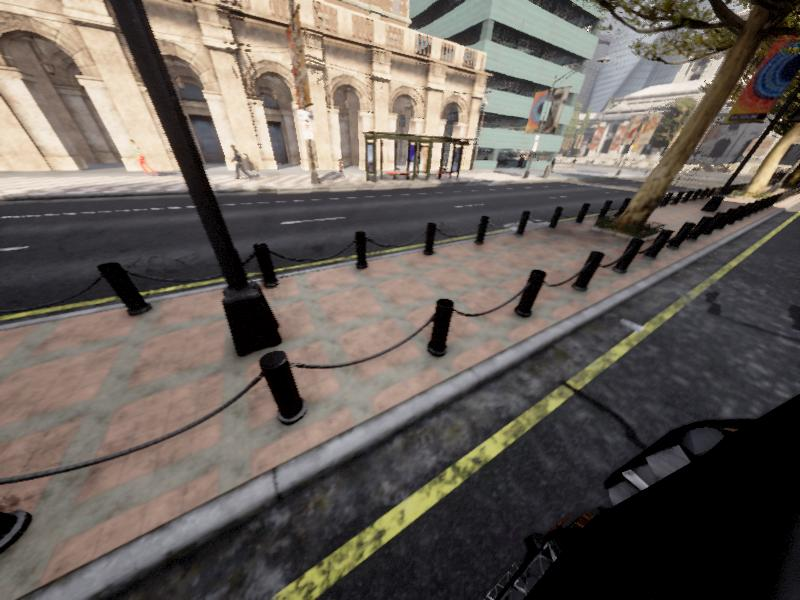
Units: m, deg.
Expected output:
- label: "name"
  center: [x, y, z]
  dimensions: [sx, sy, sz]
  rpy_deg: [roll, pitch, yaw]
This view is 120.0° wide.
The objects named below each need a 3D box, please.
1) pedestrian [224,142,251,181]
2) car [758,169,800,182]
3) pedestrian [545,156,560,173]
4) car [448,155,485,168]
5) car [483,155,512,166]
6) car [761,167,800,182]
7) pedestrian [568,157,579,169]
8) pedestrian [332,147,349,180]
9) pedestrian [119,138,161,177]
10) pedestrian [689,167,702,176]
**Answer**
- label: "pedestrian"
  center: [-9.377, -7.976, 13.366]
  dimensions: [0.751, 1.860, 0.751]
  rpy_deg: [-19, 39, -29]
- label: "car"
  center: [68.823, -22.307, 41.345]
  dimensions: [2.163, 1.488, 4.792]
  rpy_deg: [-16, 38, -26]
- label: "pedestrian"
  center: [19.680, -17.458, 29.804]
  dimensions: [0.751, 1.860, 0.751]
  rpy_deg: [-13, 36, -22]
- label: "car"
  center: [9.830, -20.473, 34.152]
  dimensions: [4.786, 1.482, 2.161]
  rpy_deg: [-16, 38, -26]
- label: "car"
  center: [17.783, -25.414, 42.130]
  dimensions: [4.902, 1.511, 2.128]
  rpy_deg: [-16, 38, -26]
- label: "car"
  center: [66.086, -21.326, 39.302]
  dimensions: [1.932, 1.855, 4.605]
  rpy_deg: [-16, 38, -26]
- label: "pedestrian"
  center: [31.668, -25.045, 42.149]
  dimensions: [0.751, 1.860, 0.751]
  rpy_deg: [29, 41, 34]
- label: "pedestrian"
  center: [-3.990, -9.120, 15.485]
  dimensions: [0.751, 1.860, 0.751]
  rpy_deg: [-17, 38, -27]
- label: "pedestrian"
  center: [-14.702, -8.076, 13.135]
  dimensions: [0.751, 1.860, 0.751]
  rpy_deg: [-12, 36, -21]
- label: "pedestrian"
  center: [51.938, -22.529, 40.583]
  dimensions: [0.751, 1.300, 0.751]
  rpy_deg: [-12, 36, -21]
